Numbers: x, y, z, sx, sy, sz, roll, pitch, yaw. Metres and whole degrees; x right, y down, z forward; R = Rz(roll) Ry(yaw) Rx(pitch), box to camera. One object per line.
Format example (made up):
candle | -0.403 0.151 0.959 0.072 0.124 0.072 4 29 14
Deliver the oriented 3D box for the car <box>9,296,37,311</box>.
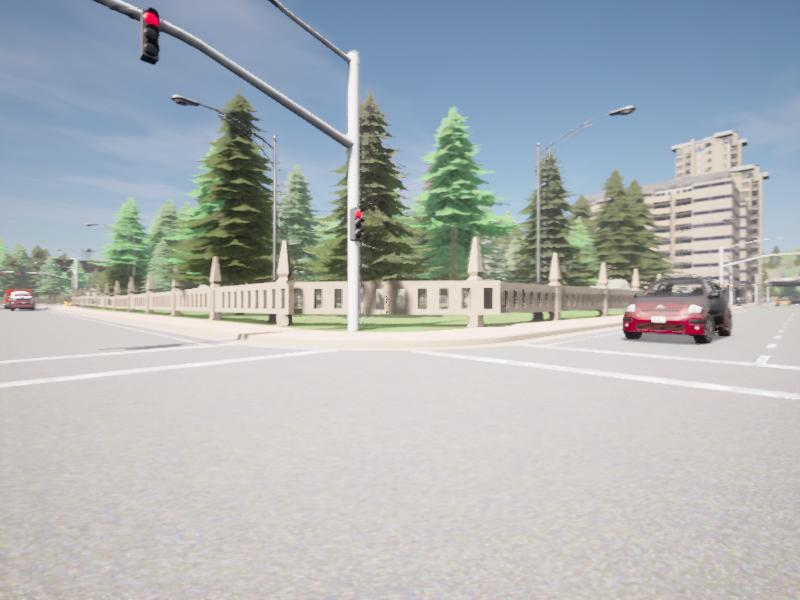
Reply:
car | -38.808 0.372 41.165 3.806 1.475 1.970 0 0 45

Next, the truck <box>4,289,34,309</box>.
truck | -48.116 -0.099 50.510 2.627 2.467 5.204 0 0 -45

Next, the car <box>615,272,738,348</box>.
car | 7.432 0.213 10.591 3.988 1.617 1.851 0 0 -43
